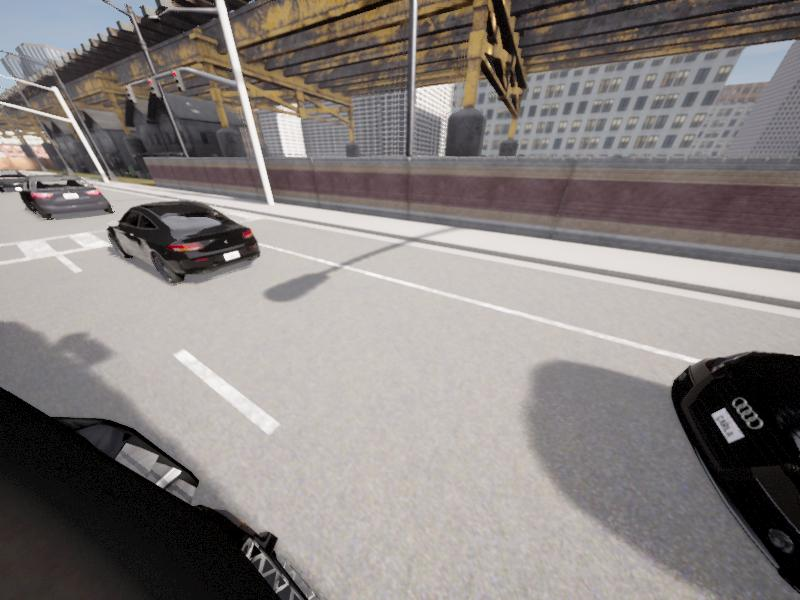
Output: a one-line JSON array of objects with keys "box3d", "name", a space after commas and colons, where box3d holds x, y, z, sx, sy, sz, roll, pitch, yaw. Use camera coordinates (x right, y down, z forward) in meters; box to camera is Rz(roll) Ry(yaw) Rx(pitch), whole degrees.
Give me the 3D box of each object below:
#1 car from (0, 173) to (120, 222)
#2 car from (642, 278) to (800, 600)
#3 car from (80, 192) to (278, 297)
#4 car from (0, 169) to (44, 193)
[{"box3d": [-16.379, -5.122, 11.163, 4.611, 1.667, 2.242, 17, 34, 26], "name": "car"}, {"box3d": [4.340, 1.375, 0.902, 4.181, 1.385, 1.994, 17, 34, 25], "name": "car"}, {"box3d": [-5.559, -1.698, 5.821, 4.674, 1.442, 1.812, 17, 34, 25], "name": "car"}, {"box3d": [-32.678, -10.057, 19.334, 4.902, 1.511, 2.128, 17, 34, 25], "name": "car"}]
